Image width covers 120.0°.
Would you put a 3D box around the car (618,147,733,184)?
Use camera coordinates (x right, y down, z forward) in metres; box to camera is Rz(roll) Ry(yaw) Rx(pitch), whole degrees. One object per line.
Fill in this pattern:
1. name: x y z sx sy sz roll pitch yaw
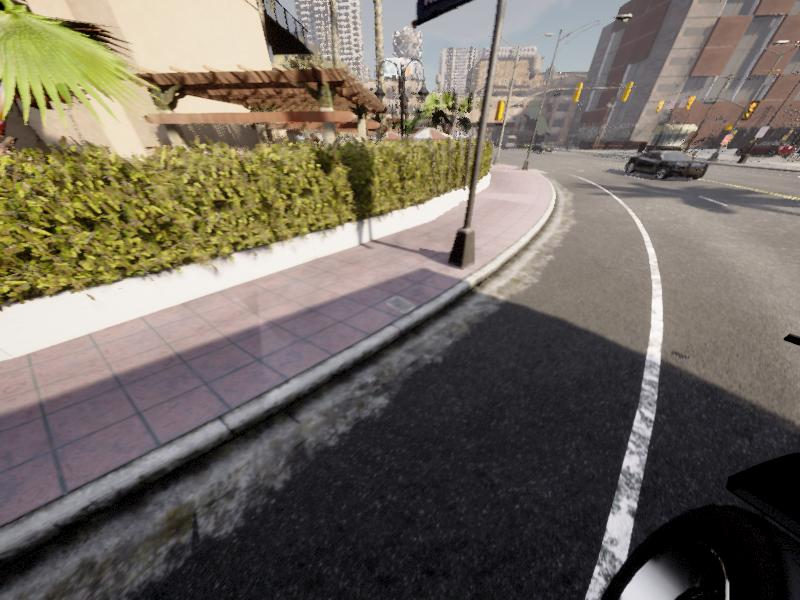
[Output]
1. car: 17.298 -8.927 15.067 1.930 1.638 5.238 5 35 8

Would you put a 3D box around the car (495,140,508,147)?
1. car: 29.325 -45.230 66.773 2.033 1.649 4.856 2 35 3

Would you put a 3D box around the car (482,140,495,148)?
1. car: 25.878 -45.682 67.554 2.242 1.667 4.611 2 35 3

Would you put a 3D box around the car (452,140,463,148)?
1. car: 15.376 -42.033 62.240 2.185 1.767 4.553 2 35 3

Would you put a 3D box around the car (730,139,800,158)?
1. car: 44.672 -18.548 28.199 2.185 1.767 4.553 2 35 3

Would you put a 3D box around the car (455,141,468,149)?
1. car: 15.079 -38.246 57.054 2.097 1.535 5.008 2 35 3

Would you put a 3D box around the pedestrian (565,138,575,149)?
1. pedestrian: 34.513 -31.702 46.901 0.751 1.860 0.751 0 35 0

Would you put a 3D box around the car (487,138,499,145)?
1. car: 34.055 -58.406 85.195 2.435 2.045 5.566 2 35 3

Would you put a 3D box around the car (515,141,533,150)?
1. car: 28.152 -35.269 52.725 2.007 1.525 4.514 2 35 3

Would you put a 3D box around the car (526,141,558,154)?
1. car: 24.018 -26.007 39.402 2.152 1.651 5.027 -2 35 -2

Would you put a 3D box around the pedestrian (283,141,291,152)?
1. pedestrian: -22.669 -31.002 46.541 0.751 1.860 0.751 2 35 3

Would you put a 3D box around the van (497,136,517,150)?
1. van: 24.746 -36.565 53.638 1.988 2.561 5.915 2 35 3
